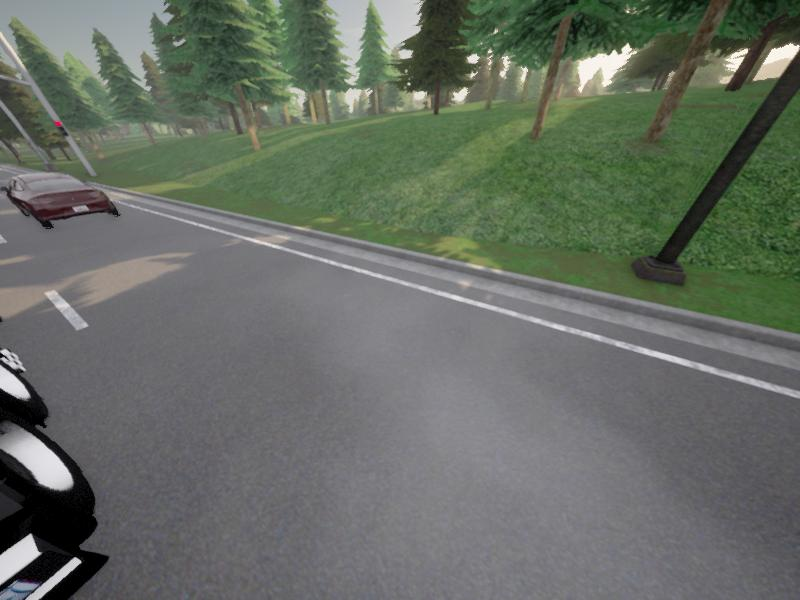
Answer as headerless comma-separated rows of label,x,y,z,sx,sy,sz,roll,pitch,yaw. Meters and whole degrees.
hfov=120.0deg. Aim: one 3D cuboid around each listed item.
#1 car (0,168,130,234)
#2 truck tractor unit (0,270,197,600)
car,-12.223,-3.704,8.250,4.674,1.442,1.812,18,39,24
truck tractor unit,-5.119,-0.292,0.795,6.516,4.208,3.053,18,38,24
